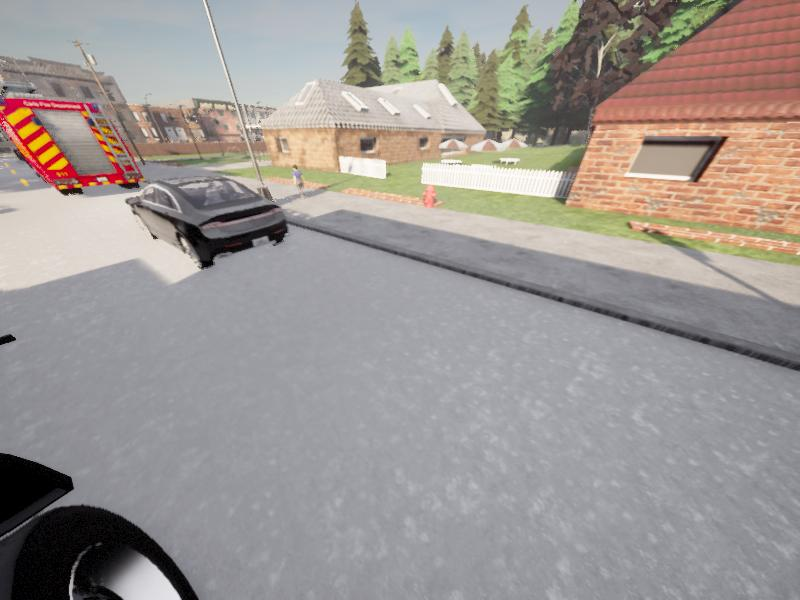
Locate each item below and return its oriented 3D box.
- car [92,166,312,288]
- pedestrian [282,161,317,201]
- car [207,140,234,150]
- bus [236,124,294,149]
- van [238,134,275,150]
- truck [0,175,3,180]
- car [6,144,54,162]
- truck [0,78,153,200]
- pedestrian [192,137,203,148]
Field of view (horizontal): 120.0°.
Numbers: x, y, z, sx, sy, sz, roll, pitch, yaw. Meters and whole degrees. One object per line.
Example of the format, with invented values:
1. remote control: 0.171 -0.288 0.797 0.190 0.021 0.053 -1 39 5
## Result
1. car: -4.777 -2.142 5.587 4.902 1.511 2.128 22 41 27
2. pedestrian: -4.024 -4.796 9.297 0.751 1.300 0.751 24 42 30
3. car: -36.308 -31.477 46.833 1.845 1.501 3.633 21 40 27
4. bus: -30.448 -37.431 52.913 3.944 4.253 10.273 22 41 27
5. van: -29.880 -33.235 48.472 1.988 2.561 5.915 22 41 27
6. truck: -27.464 -8.670 13.864 5.204 2.467 2.627 21 40 27
7. car: -39.550 -15.761 24.676 3.806 1.475 1.970 20 40 26
8. truck: -16.837 -7.841 11.566 8.468 3.827 2.891 21 40 27
9. pedestrian: -41.601 -32.318 47.487 0.751 1.860 0.751 20 40 26
